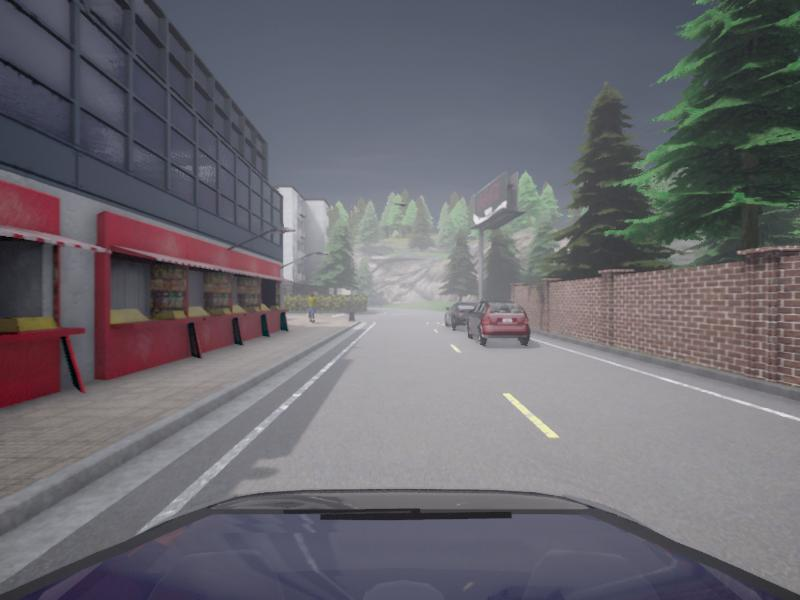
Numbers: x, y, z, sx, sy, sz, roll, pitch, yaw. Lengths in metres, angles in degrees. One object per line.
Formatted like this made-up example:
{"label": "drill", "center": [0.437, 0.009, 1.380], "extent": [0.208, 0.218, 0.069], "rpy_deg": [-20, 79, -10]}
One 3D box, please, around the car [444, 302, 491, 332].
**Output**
{"label": "car", "center": [3.565, 0.838, 21.951], "extent": [1.812, 1.442, 4.674], "rpy_deg": [0, 0, 0]}

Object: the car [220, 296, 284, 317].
{"label": "car", "center": [-12.381, 0.532, 33.772], "extent": [4.611, 1.667, 2.242], "rpy_deg": [0, 0, -2]}

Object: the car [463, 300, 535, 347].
{"label": "car", "center": [3.550, 0.789, 14.994], "extent": [1.789, 1.549, 3.705], "rpy_deg": [0, 0, 0]}

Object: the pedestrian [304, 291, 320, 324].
{"label": "pedestrian", "center": [-5.023, 0.432, 22.857], "extent": [0.751, 1.860, 0.751], "rpy_deg": [0, 0, 4]}
